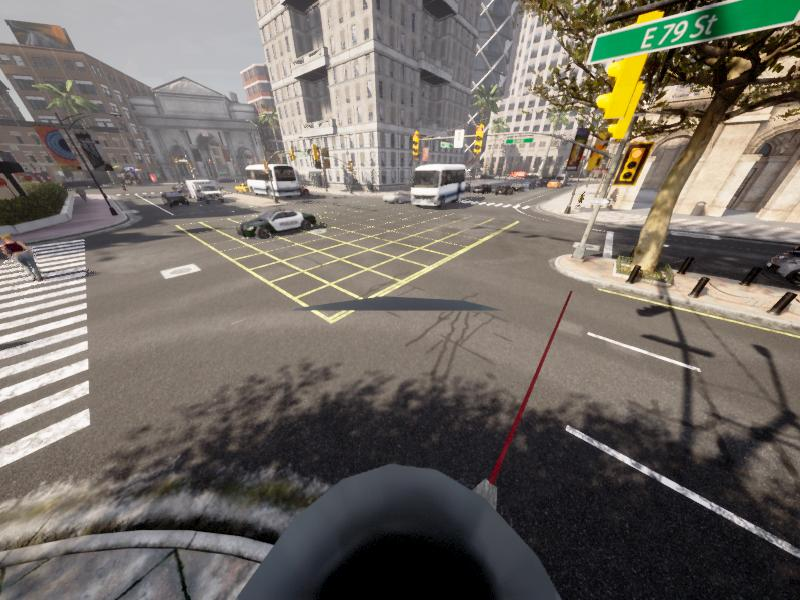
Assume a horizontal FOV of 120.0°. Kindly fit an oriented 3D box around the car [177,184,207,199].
[{"bbox_3d":[-31.092,-16.241,34.507,4.856,1.649,2.033,23,37,34],"label":"car"}]

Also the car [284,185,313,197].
[{"bbox_3d":[-16.097,-17.334,36.585,4.674,1.442,1.812,22,37,34],"label":"car"}]

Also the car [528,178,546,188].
[{"bbox_3d":[30.644,-26.106,51.601,2.152,1.651,5.027,23,37,34],"label":"car"}]

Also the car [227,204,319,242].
[{"bbox_3d":[-8.446,-5.461,15.934,2.038,1.542,4.974,23,37,34],"label":"car"}]

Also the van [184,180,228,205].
[{"bbox_3d":[-25.231,-14.113,30.022,6.366,2.431,2.351,23,37,34],"label":"van"}]

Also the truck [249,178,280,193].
[{"bbox_3d":[-25.339,-21.541,43.216,6.274,2.098,2.390,23,37,34],"label":"truck"}]

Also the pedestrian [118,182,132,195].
[{"bbox_3d":[-45.301,-18.420,38.002,0.751,1.860,0.751,21,36,32],"label":"pedestrian"}]

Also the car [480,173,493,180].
[{"bbox_3d":[30.984,-44.254,82.786,3.866,1.878,1.905,23,37,34],"label":"car"}]

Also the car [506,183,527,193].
[{"bbox_3d":[21.378,-20.487,42.194,1.895,1.301,4.718,23,37,34],"label":"car"}]

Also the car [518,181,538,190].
[{"bbox_3d":[26.001,-23.250,46.881,2.033,1.411,5.357,23,37,34],"label":"car"}]

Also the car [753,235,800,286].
[{"bbox_3d":[16.907,-1.185,8.528,3.633,1.501,1.845,23,37,34],"label":"car"}]

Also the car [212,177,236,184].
[{"bbox_3d":[-47.930,-32.555,62.945,1.812,1.442,4.674,23,37,34],"label":"car"}]

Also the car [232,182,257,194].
[{"bbox_3d":[-27.676,-20.013,41.088,5.366,1.575,1.801,23,37,34],"label":"car"}]

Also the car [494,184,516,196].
[{"bbox_3d":[17.189,-18.077,37.842,1.816,1.474,4.193,23,37,34],"label":"car"}]

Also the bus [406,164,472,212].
[{"bbox_3d":[4.912,-13.579,27.268,3.944,4.253,10.273,15,33,25],"label":"bus"}]

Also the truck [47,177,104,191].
[{"bbox_3d":[-64.443,-23.213,46.108,2.390,2.098,6.274,23,37,34],"label":"truck"}]

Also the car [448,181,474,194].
[{"bbox_3d":[10.722,-19.741,40.526,2.242,1.667,4.611,23,37,34],"label":"car"}]

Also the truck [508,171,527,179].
[{"bbox_3d":[43.328,-46.144,85.457,5.204,2.467,2.627,23,37,34],"label":"truck"}]

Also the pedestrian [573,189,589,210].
[{"bbox_3d":[18.306,-10.154,23.380,0.751,1.860,0.751,21,36,31],"label":"pedestrian"}]

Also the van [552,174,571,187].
[{"bbox_3d":[37.843,-28.026,54.010,1.988,2.561,5.915,23,37,34],"label":"van"}]

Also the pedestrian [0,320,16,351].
[{"bbox_3d":[-10.399,0.680,5.478,0.751,1.300,0.751,26,39,38],"label":"pedestrian"}]

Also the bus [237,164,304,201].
[{"bbox_3d":[-19.231,-17.526,34.110,10.273,4.253,3.944,23,37,34],"label":"bus"}]

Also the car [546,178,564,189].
[{"bbox_3d":[33.211,-24.960,49.443,2.097,1.767,4.553,23,37,34],"label":"car"}]

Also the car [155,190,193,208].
[{"bbox_3d":[-27.136,-12.180,27.707,5.357,1.411,2.033,23,37,34],"label":"car"}]

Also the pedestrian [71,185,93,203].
[{"bbox_3d":[-38.637,-12.863,28.071,0.751,1.860,0.751,-24,38,-35],"label":"pedestrian"}]

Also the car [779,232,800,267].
[{"bbox_3d":[20.631,-1.829,9.804,4.181,1.385,1.994,23,37,34],"label":"car"}]

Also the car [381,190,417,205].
[{"bbox_3d":[-0.053,-13.123,29.439,1.895,1.301,4.718,23,37,34],"label":"car"}]

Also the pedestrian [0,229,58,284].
[{"bbox_3d":[-14.710,-1.680,9.006,0.751,1.860,0.751,25,39,37],"label":"pedestrian"}]

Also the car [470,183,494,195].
[{"bbox_3d":[14.029,-18.926,39.259,2.007,1.525,4.514,23,37,34],"label":"car"}]
